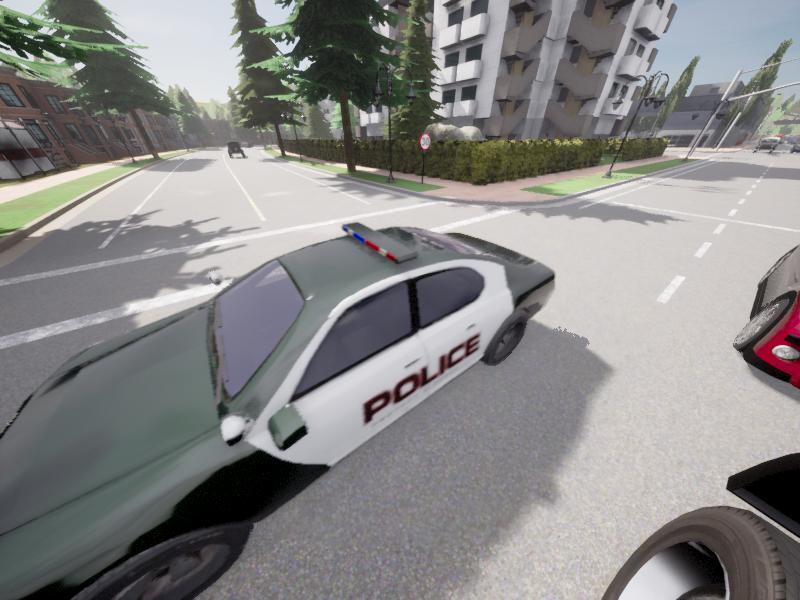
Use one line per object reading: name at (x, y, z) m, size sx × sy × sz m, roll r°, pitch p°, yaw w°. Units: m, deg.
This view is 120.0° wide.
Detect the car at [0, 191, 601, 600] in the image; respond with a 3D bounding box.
car at (-0.559, 0.203, 2.300) m, size 4.974 × 1.542 × 2.038 m, roll -23°, pitch 41°, yaw -28°

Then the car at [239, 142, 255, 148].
car at (-41.043, -41.731, 62.142) m, size 2.033 × 1.411 × 5.357 m, roll -9°, pitch 36°, yaw -12°

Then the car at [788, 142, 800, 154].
car at (60.094, -22.556, 34.243) m, size 4.792 × 1.488 × 2.163 m, roll -23°, pitch 41°, yaw -28°

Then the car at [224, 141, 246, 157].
car at (-23.964, -21.975, 33.562) m, size 1.905 × 1.878 × 3.866 m, roll -19°, pitch 39°, yaw -24°

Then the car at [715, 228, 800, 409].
car at (5.839, 0.058, 2.531) m, size 3.806 × 1.475 × 1.970 m, roll -22°, pitch 41°, yaw -28°

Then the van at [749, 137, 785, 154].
van at (55.636, -23.408, 34.999) m, size 4.480 × 2.038 × 2.069 m, roll -23°, pitch 41°, yaw -28°
